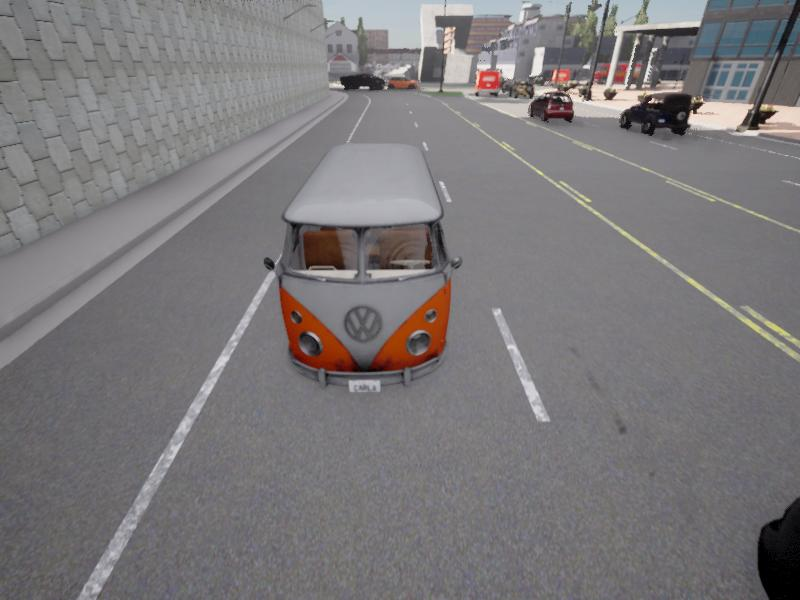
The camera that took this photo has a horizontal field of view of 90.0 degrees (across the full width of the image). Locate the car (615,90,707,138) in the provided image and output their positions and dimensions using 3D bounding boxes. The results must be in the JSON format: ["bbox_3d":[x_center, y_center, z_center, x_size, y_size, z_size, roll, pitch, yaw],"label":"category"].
[{"bbox_3d":[13.276,-9.684,20.698,1.905,1.878,3.866,-1,30,-1],"label":"car"}]

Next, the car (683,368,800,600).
[{"bbox_3d":[3.237,2.230,0.537,2.242,1.667,4.611,-1,30,-1],"label":"car"}]

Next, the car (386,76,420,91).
[{"bbox_3d":[0.476,-31.241,57.622,4.553,1.767,2.097,6,31,10],"label":"car"}]

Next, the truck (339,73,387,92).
[{"bbox_3d":[-5.163,-30.557,56.129,6.274,2.098,2.390,15,33,24],"label":"truck"}]

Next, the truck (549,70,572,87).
[{"bbox_3d":[27.911,-38.771,69.862,2.627,2.467,5.204,6,31,9],"label":"truck"}]

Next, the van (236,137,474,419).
[{"bbox_3d":[-0.377,-0.802,5.400,1.775,1.987,4.442,-1,30,-1],"label":"van"}]

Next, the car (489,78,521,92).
[{"bbox_3d":[15.687,-32.154,59.653,5.027,1.651,2.152,-26,39,-37],"label":"car"}]

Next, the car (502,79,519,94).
[{"bbox_3d":[14.172,-27.412,51.320,1.789,1.549,3.705,8,31,14],"label":"car"}]

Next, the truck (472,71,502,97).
[{"bbox_3d":[9.892,-24.721,45.770,2.627,2.467,5.204,3,29,5],"label":"truck"}]

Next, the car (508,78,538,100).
[{"bbox_3d":[13.178,-22.832,43.182,1.932,1.855,4.605,2,30,3],"label":"car"}]

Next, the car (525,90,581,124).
[{"bbox_3d":[9.664,-12.424,25.657,1.851,1.617,3.988,-1,30,-1],"label":"car"}]

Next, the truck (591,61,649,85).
[{"bbox_3d":[41.489,-42.985,75.742,8.468,3.827,2.891,3,30,5],"label":"truck"}]

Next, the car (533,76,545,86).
[{"bbox_3d":[24.282,-38.315,69.970,1.789,1.549,3.705,8,31,13],"label":"car"}]
